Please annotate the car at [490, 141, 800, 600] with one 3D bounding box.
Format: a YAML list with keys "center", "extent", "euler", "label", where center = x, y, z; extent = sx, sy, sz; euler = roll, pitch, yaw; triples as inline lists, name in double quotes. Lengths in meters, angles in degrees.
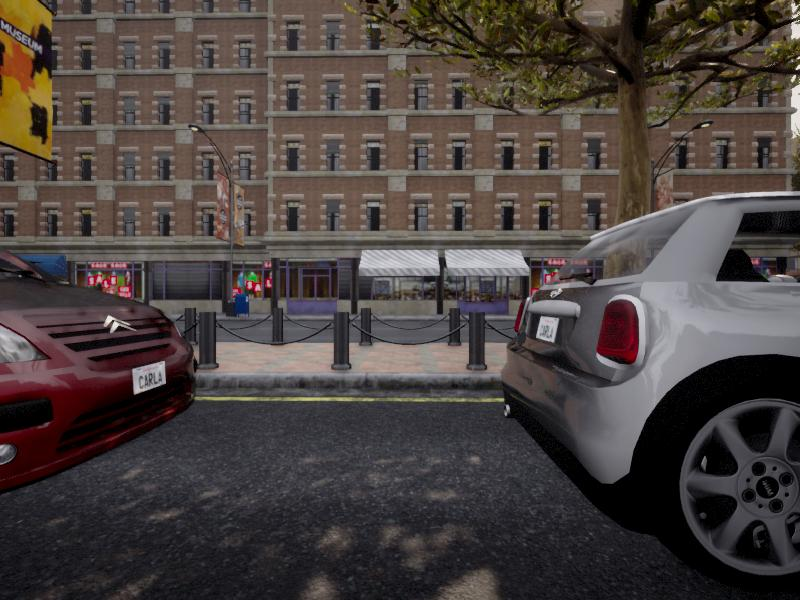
- center: [2.600, 0.253, 2.173]
  extent: [3.806, 1.475, 1.970]
  euler: [0, 0, 1]
  label: "car"

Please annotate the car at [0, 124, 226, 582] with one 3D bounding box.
- center: [-3.390, 0.188, 2.287]
  extent: [3.988, 1.617, 1.851]
  euler: [0, 0, 1]
  label: "car"
